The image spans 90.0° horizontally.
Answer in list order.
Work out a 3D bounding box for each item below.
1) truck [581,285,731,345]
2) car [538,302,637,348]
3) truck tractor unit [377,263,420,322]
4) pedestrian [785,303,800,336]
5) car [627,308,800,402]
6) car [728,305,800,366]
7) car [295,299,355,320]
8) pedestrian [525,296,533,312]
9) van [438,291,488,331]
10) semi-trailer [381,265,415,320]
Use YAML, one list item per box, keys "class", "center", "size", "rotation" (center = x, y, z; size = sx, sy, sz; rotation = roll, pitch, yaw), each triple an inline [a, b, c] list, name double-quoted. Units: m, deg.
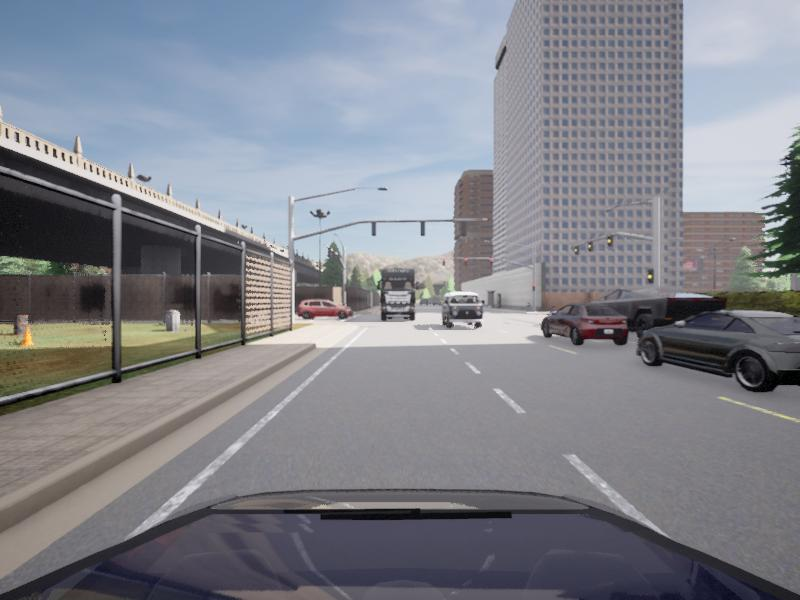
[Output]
- class: "truck"
  center: [10.412, 0.532, 17.164]
  size: [2.390, 2.098, 6.274]
  rotation: [0, 0, 0]
- class: "car"
  center: [6.920, 0.845, 15.351]
  size: [1.816, 1.474, 4.193]
  rotation: [0, 0, 0]
- class: "truck tractor unit"
  center: [-0.147, -0.512, 31.626]
  size: [3.053, 4.208, 6.516]
  rotation: [0, 0, 0]
- class: "pedestrian"
  center: [16.033, 0.755, 15.910]
  size: [0.751, 1.300, 0.751]
  rotation: [0, 0, 0]
- class: "car"
  center: [6.963, 0.902, 8.352]
  size: [1.994, 1.385, 4.181]
  rotation: [0, 0, -1]
- class: "car"
  center: [10.449, 0.864, 9.304]
  size: [1.812, 1.442, 4.674]
  rotation: [0, 0, 0]
- class: "car"
  center: [-6.211, 0.782, 33.649]
  size: [4.611, 1.667, 2.242]
  rotation: [0, 0, -1]
- class: "pedestrian"
  center: [14.787, 0.479, 45.773]
  size: [0.751, 1.860, 0.751]
  rotation: [0, 0, 7]
- class: "van"
  center: [3.386, 0.563, 22.464]
  size: [2.069, 2.038, 4.480]
  rotation: [0, 0, 0]
- class: "semi-trailer"
  center: [-0.191, -0.617, 39.537]
  size: [2.717, 4.402, 14.254]
  rotation: [0, 0, 0]
